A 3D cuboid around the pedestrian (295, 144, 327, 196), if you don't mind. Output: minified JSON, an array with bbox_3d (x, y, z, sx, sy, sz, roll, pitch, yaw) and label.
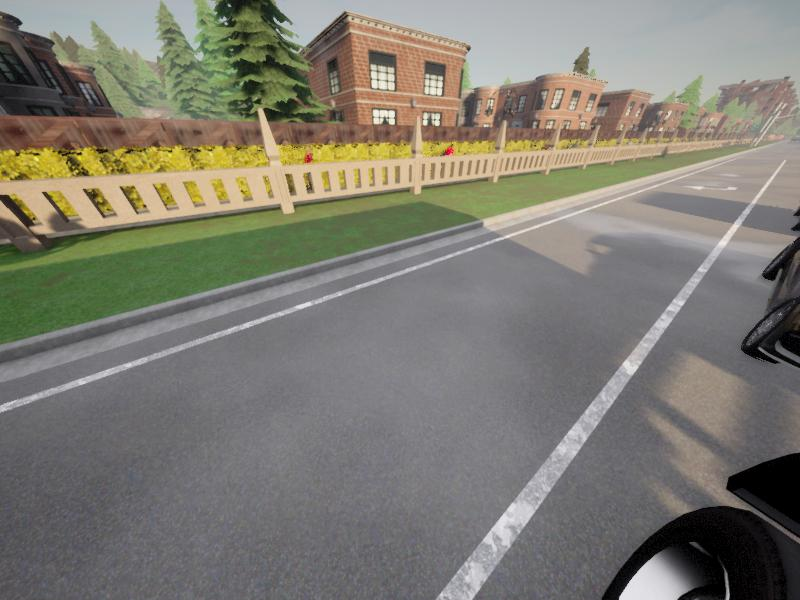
[{"bbox_3d":[-3.836,-5.636,10.021,0.751,1.860,0.751,-22,41,-28],"label":"pedestrian"}]

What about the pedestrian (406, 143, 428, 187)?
[{"bbox_3d":[0.822,-6.807,11.652,0.751,1.860,0.751,-22,41,-28],"label":"pedestrian"}]

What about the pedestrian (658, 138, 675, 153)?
[{"bbox_3d":[40.072,-23.269,34.753,0.751,1.860,0.751,-22,41,-28],"label":"pedestrian"}]

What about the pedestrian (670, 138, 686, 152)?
[{"bbox_3d":[44.626,-24.956,37.124,0.751,1.860,0.751,-22,41,-28],"label":"pedestrian"}]

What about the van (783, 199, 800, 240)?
[{"bbox_3d":[12.760,-2.861,6.165,4.442,1.987,1.775,-22,41,-28],"label":"van"}]

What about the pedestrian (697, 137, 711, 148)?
[{"bbox_3d":[61.845,-31.998,47.006,0.751,1.860,0.751,-21,40,-26],"label":"pedestrian"}]

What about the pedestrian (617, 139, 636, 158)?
[{"bbox_3d":[26.539,-17.766,27.035,0.751,1.860,0.751,-23,41,-28],"label":"pedestrian"}]

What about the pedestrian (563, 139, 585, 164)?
[{"bbox_3d":[16.135,-13.784,21.453,0.751,1.860,0.751,-22,41,-28],"label":"pedestrian"}]

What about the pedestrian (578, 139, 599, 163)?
[{"bbox_3d":[17.661,-13.935,21.656,0.751,1.860,0.751,-24,42,-30],"label":"pedestrian"}]

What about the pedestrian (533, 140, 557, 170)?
[{"bbox_3d":[10.835,-10.874,17.357,0.751,1.860,0.751,-22,40,-27],"label":"pedestrian"}]

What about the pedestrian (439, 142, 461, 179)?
[{"bbox_3d":[3.017,-8.503,14.045,0.751,1.860,0.751,-22,41,-28],"label":"pedestrian"}]

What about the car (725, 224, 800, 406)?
[{"bbox_3d":[6.484,-0.152,2.688,5.027,1.651,2.152,-22,41,-28],"label":"car"}]

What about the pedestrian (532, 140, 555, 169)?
[{"bbox_3d":[11.285,-11.510,18.257,0.751,1.860,0.751,-19,39,-25],"label":"pedestrian"}]
